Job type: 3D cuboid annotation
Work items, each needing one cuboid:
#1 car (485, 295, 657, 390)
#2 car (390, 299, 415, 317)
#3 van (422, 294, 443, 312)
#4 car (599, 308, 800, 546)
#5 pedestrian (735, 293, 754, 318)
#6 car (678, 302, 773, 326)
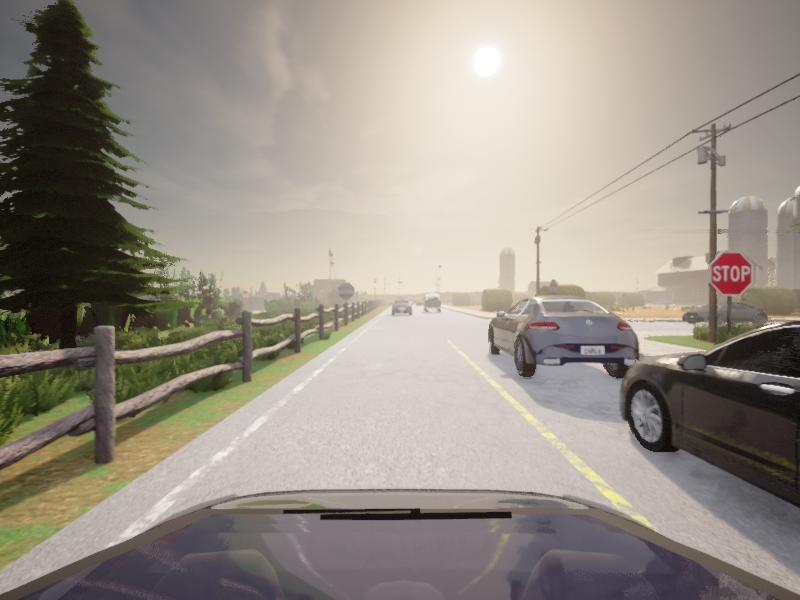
[{"bbox_3d":[3.524,0.727,9.531,2.152,1.651,5.027,0,0,3],"label":"car"},{"bbox_3d":[0.191,0.650,36.656,2.128,1.511,4.902,0,0,0],"label":"car"},{"bbox_3d":[3.786,0.337,47.326,2.069,2.038,4.480,0,0,0],"label":"van"},{"bbox_3d":[3.465,0.819,2.693,1.837,1.490,4.892,0,-1,0],"label":"car"},{"bbox_3d":[26.067,0.376,30.251,0.751,1.860,0.751,0,0,-5],"label":"pedestrian"},{"bbox_3d":[19.685,0.827,24.312,4.181,1.385,1.994,0,0,-2],"label":"car"}]
